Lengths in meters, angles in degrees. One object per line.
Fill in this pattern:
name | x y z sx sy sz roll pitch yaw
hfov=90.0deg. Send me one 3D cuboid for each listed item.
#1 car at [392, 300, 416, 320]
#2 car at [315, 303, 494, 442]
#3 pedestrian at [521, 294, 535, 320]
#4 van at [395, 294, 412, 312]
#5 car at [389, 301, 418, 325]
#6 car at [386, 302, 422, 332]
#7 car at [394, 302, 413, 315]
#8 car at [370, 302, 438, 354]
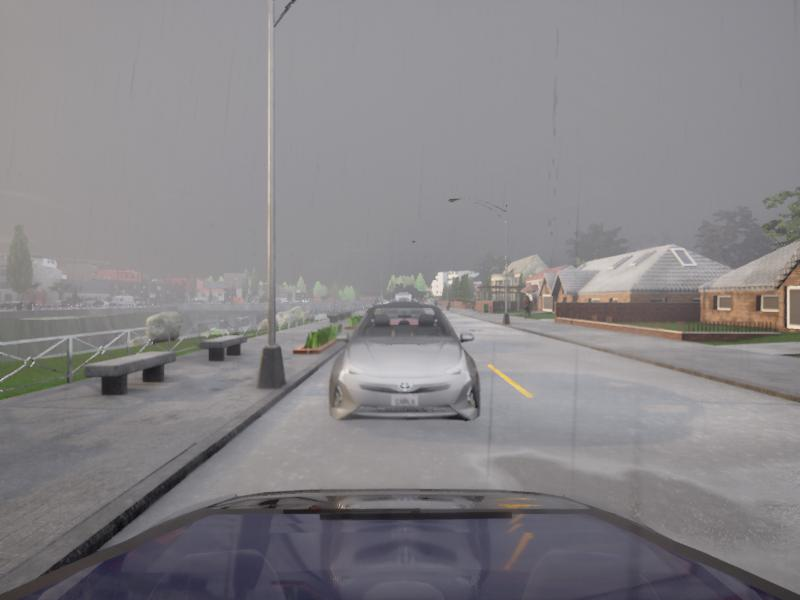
car | 0.328 0.810 33.977 1.882 1.535 5.008 0 1 1
car | 0.076 0.825 6.742 2.007 1.525 4.514 0 0 1
pedestrian | 9.487 0.522 29.682 0.751 1.860 0.751 0 0 -1
van | 0.549 0.357 57.921 2.351 2.431 6.366 0 0 1
car | 0.267 0.816 27.394 1.845 1.501 3.633 0 0 1
car | 0.217 0.846 21.791 1.816 1.474 4.193 0 0 1
car | 0.425 0.889 44.597 1.994 1.385 4.181 0 0 1
car | 0.143 0.823 14.060 2.007 1.525 4.514 0 0 1
